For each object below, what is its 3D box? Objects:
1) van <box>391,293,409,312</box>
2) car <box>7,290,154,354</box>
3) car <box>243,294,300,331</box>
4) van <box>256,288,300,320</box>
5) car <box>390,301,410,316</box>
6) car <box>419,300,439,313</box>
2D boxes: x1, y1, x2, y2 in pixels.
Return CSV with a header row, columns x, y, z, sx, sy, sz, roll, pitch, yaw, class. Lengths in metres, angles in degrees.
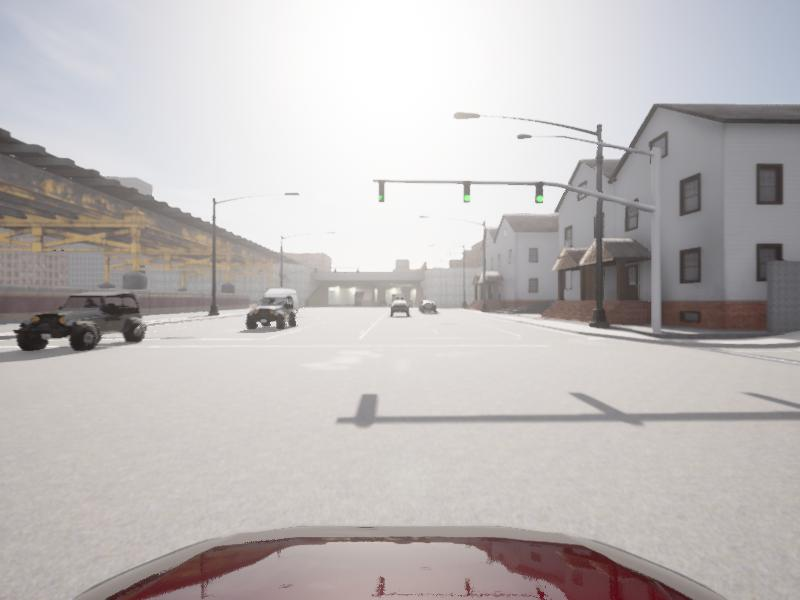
x,y,z,sx,sy,sz,roll,pitch,yaw,class
-0.009,0.345,56.952,2.351,2.431,6.366,0,0,0,van
-10.506,0.639,13.608,1.905,1.878,3.866,0,0,0,car
-7.008,0.632,22.281,1.905,1.878,3.866,0,0,0,car
-10.518,0.301,34.981,1.988,2.561,5.915,0,0,0,van
-0.013,0.819,40.190,1.837,1.490,4.892,0,0,0,car
3.478,0.806,49.371,2.128,1.511,4.902,0,0,0,car
